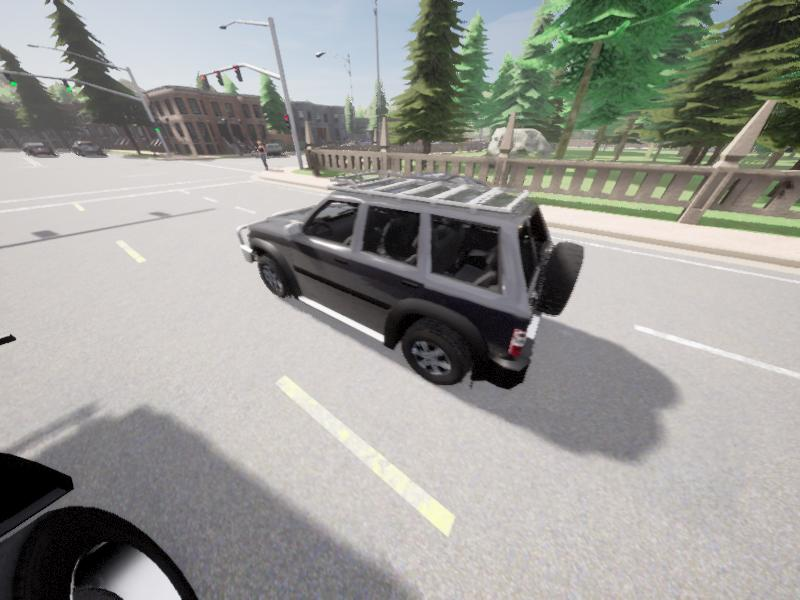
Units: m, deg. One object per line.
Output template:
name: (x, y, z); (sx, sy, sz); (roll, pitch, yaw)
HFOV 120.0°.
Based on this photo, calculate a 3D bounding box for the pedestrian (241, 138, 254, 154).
pedestrian: (-21.409, -21.591, 32.449); (0.751, 1.860, 0.751); (14, 37, 19)

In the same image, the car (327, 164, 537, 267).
car: (0.634, -2.633, 6.339); (4.902, 1.511, 2.128); (22, 41, 27)

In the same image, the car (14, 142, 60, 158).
car: (-46.717, -19.364, 29.719); (4.792, 1.488, 2.163); (18, 39, 24)

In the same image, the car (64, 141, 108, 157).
car: (-41.039, -19.804, 30.225); (4.611, 1.667, 2.242); (21, 40, 26)

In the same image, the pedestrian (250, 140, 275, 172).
pedestrian: (-9.737, -10.209, 16.394); (0.751, 1.860, 0.751); (8, 36, 11)

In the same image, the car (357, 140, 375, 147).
car: (-9.127, -41.984, 61.908); (4.856, 1.649, 2.033); (24, 41, 29)

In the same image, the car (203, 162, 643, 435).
car: (-0.259, -0.720, 3.294); (4.605, 1.855, 1.932); (21, 40, 27)

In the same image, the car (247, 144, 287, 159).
car: (-16.864, -19.016, 29.472); (1.970, 1.475, 3.806); (22, 41, 28)

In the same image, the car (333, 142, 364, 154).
car: (-8.592, -25.838, 39.129); (1.801, 1.575, 5.366); (22, 41, 28)

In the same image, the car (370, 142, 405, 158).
car: (-1.620, -21.025, 32.304); (1.930, 1.638, 5.238); (22, 40, 28)

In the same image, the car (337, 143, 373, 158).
car: (-6.093, -20.816, 32.099); (1.837, 1.490, 4.892); (22, 41, 28)
